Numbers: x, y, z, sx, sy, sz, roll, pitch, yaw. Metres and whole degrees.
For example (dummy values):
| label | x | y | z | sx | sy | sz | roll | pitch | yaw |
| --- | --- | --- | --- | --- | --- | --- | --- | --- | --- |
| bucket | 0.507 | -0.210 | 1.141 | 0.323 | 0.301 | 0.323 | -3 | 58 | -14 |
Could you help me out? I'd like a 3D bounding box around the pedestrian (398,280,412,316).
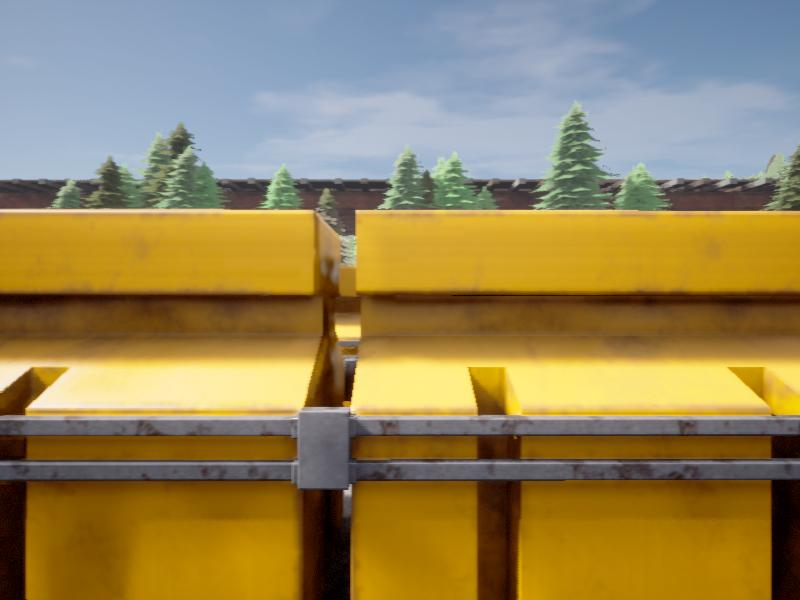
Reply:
| label | x | y | z | sx | sy | sz | roll | pitch | yaw |
| --- | --- | --- | --- | --- | --- | --- | --- | --- | --- |
| pedestrian | 0.250 | -0.114 | 20.937 | 0.751 | 1.860 | 0.751 | 0 | 0 | 0 |
